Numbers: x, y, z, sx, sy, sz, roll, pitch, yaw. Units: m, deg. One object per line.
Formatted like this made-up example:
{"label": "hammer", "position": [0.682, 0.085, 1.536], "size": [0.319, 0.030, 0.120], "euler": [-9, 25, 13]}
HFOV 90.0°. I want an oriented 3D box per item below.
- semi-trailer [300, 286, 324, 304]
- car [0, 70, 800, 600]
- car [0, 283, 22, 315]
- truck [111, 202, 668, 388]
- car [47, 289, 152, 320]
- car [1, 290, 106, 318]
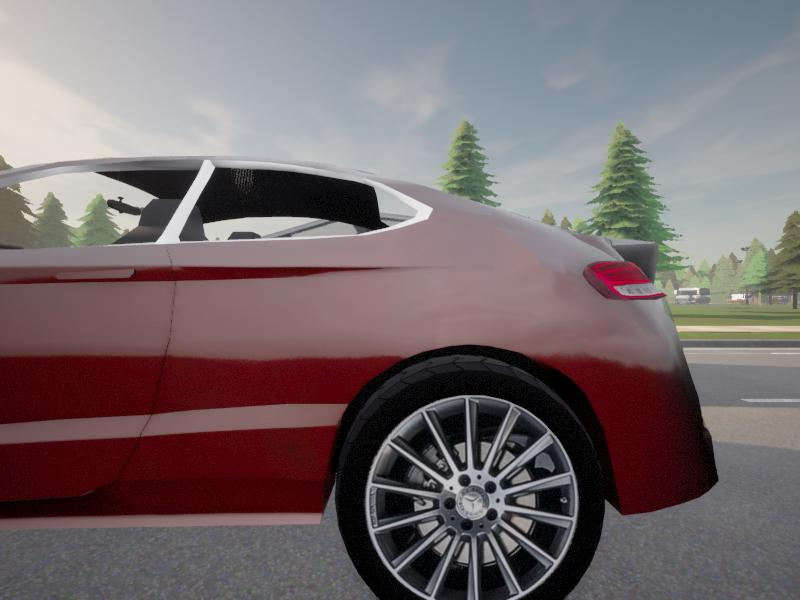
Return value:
{"label": "semi-trailer", "position": [-22.359, -1.237, 102.456], "size": [2.717, 4.402, 14.254], "euler": [0, 0, 1]}
{"label": "car", "position": [-1.307, 0.179, 2.200], "size": [5.027, 1.651, 2.152], "euler": [0, 0, 0]}
{"label": "car", "position": [-26.834, -0.059, 24.440], "size": [2.150, 2.045, 5.566], "euler": [0, 1, 1]}
{"label": "truck", "position": [-0.117, -0.058, 5.701], "size": [6.274, 2.098, 2.390], "euler": [0, 0, 0]}
{"label": "car", "position": [-16.362, 0.221, 22.215], "size": [2.128, 1.511, 4.902], "euler": [0, 0, 1]}
{"label": "car", "position": [-19.848, 0.229, 23.295], "size": [1.837, 1.490, 4.892], "euler": [0, 0, 1]}
